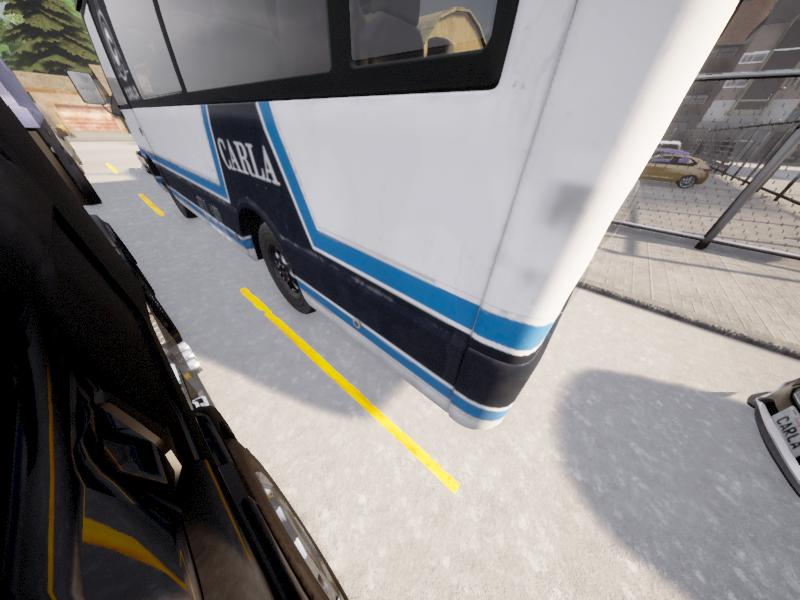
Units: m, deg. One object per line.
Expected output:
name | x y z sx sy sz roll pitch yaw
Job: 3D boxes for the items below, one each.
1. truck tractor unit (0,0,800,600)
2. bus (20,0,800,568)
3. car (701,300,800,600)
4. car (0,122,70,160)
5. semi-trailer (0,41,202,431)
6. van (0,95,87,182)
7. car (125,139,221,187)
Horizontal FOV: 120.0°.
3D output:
truck tractor unit | -2.645 -0.295 0.351 6.516 4.208 3.053 28 44 30
bus | -2.166 -3.037 4.015 10.273 4.253 3.944 29 44 31
car | 4.882 1.686 0.426 4.902 1.511 2.128 25 42 27
car | -21.607 -9.216 13.325 3.705 1.549 1.789 21 40 23
semi-trailer | -8.709 -3.597 4.218 14.254 4.402 2.717 28 44 30
van | -16.118 -7.075 9.991 5.915 2.561 1.988 30 44 32
car | -10.147 -6.232 10.262 4.718 1.301 1.895 29 44 31
